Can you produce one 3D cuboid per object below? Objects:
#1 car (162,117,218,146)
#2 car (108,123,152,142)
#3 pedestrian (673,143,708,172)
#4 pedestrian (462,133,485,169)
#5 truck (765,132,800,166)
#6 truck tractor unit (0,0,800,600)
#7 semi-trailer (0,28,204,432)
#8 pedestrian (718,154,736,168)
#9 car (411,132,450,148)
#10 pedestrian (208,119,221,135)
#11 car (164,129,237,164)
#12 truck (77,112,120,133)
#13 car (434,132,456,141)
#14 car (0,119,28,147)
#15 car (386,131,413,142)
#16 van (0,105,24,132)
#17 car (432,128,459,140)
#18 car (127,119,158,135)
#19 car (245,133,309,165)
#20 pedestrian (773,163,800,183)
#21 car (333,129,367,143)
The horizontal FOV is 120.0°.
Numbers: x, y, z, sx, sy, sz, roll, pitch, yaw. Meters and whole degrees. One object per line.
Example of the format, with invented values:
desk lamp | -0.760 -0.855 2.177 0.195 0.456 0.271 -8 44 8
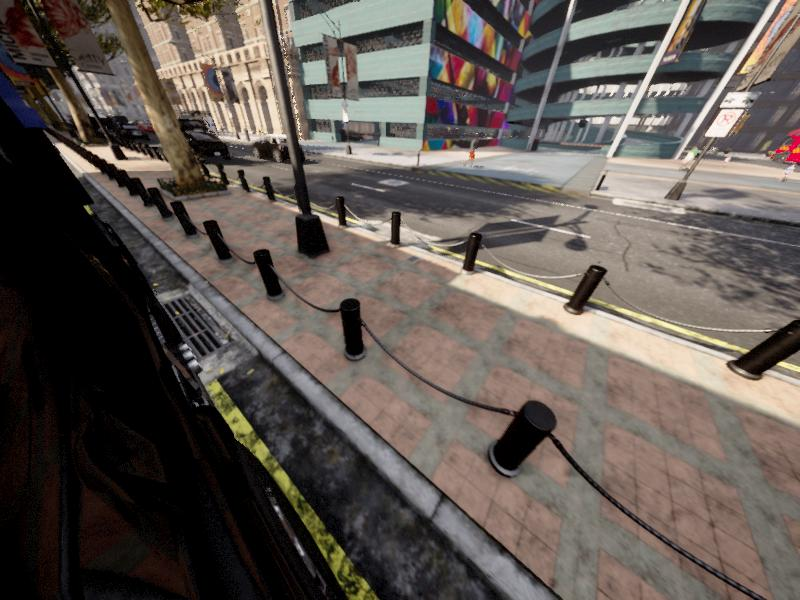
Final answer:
car | -21.132 -16.957 23.211 5.566 2.045 2.150 27 43 28
car | -28.034 -17.454 23.992 4.181 1.385 1.994 27 43 28
pedestrian | 23.097 -11.350 18.434 0.751 1.860 0.751 18 39 19
pedestrian | 4.704 -9.588 14.899 0.751 1.860 0.751 29 44 30
truck | 56.448 -20.033 30.819 2.891 3.827 8.468 11 38 11
truck tractor unit | -2.645 -0.295 0.351 6.516 4.208 3.053 28 44 30
semi-trailer | -8.825 -3.519 4.094 14.254 4.402 2.717 27 43 28
pedestrian | 32.406 -13.789 22.921 0.500 1.100 0.500 31 45 32
car | 4.119 -22.069 31.900 4.902 1.511 2.128 26 43 28
pedestrian | -28.205 -26.296 35.073 0.751 1.860 0.751 27 43 28
car | -12.822 -9.920 14.815 4.892 1.490 1.837 27 43 28
truck | -42.043 -24.736 32.198 6.274 2.098 2.390 27 43 28
car | 10.533 -38.577 54.416 4.514 1.523 2.007 26 43 28
car | -29.652 -12.225 16.817 4.792 1.488 2.163 27 43 28
car | -0.111 -29.785 42.072 4.718 1.301 1.895 26 43 28
van | -47.272 -21.396 27.130 6.366 2.431 2.351 27 43 28
car | 10.594 -38.868 54.154 5.566 2.045 2.435 26 43 28
car | -35.858 -24.089 32.186 3.705 1.549 1.789 27 43 28
car | -8.298 -10.317 15.650 3.806 1.475 1.970 27 43 28
pedestrian | 26.110 -8.585 15.572 0.500 1.100 0.500 -24 44 -31
car | -7.552 -24.715 34.745 4.786 1.482 2.161 26 43 28
